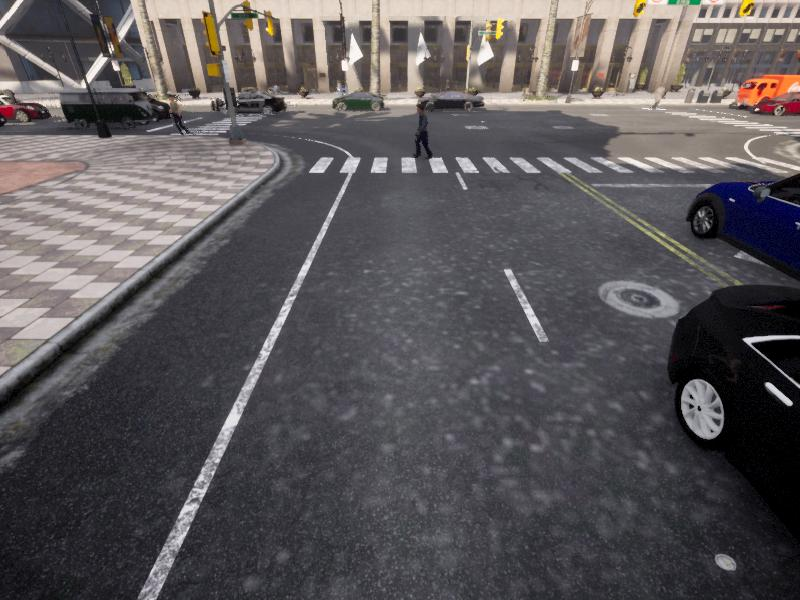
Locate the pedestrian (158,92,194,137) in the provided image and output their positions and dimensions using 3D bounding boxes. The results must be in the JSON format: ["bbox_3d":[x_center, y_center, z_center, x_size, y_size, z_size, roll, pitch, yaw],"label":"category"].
[{"bbox_3d":[-10.591,-8.787,18.973,0.751,1.860,0.751,6,31,11],"label":"pedestrian"}]

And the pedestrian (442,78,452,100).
[{"bbox_3d":[4.604,-20.767,39.390,0.751,1.860,0.751,-1,30,-1],"label":"pedestrian"}]

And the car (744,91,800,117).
[{"bbox_3d":[28.084,-14.009,28.543,4.792,1.488,2.163,0,30,0],"label":"car"}]

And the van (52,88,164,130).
[{"bbox_3d":[-16.189,-10.734,22.433,4.442,1.987,1.775,-1,30,-1],"label":"van"}]

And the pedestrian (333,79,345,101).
[{"bbox_3d":[-5.810,-20.013,38.098,0.751,1.860,0.751,-14,33,-23],"label":"pedestrian"}]

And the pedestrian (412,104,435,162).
[{"bbox_3d":[0.834,-6.057,14.499,0.751,1.860,0.751,2,30,3],"label":"pedestrian"}]

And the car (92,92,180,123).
[{"bbox_3d":[-16.713,-12.339,25.557,3.988,1.617,1.851,-1,30,-2],"label":"car"}]

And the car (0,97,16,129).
[{"bbox_3d":[-24.128,-10.233,22.026,3.633,1.501,1.845,-7,31,-11],"label":"car"}]

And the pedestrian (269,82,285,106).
[{"bbox_3d":[-10.698,-17.944,34.857,0.751,1.860,0.751,6,31,11],"label":"pedestrian"}]

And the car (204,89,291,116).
[{"bbox_3d":[-10.825,-14.220,28.745,5.238,1.638,1.930,0,30,0],"label":"car"}]

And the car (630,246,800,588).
[{"bbox_3d":[3.613,1.349,2.227,1.837,1.490,4.892,0,30,1],"label":"car"}]

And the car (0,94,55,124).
[{"bbox_3d":[-24.526,-11.936,24.995,3.806,1.475,1.970,-6,31,-10],"label":"car"}]

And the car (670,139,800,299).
[{"bbox_3d":[7.074,-1.332,6.520,2.097,1.767,4.553,0,30,0],"label":"car"}]

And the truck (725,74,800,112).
[{"bbox_3d":[29.480,-16.188,31.313,5.204,2.467,2.627,1,30,0],"label":"truck"}]

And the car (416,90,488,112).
[{"bbox_3d":[4.011,-15.826,31.740,5.357,1.411,2.033,0,30,0],"label":"car"}]

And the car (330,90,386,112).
[{"bbox_3d":[-3.280,-15.844,31.796,4.181,1.385,1.994,0,30,0],"label":"car"}]

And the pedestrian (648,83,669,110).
[{"bbox_3d":[20.546,-16.178,31.833,0.751,1.860,0.751,5,31,9],"label":"pedestrian"}]
